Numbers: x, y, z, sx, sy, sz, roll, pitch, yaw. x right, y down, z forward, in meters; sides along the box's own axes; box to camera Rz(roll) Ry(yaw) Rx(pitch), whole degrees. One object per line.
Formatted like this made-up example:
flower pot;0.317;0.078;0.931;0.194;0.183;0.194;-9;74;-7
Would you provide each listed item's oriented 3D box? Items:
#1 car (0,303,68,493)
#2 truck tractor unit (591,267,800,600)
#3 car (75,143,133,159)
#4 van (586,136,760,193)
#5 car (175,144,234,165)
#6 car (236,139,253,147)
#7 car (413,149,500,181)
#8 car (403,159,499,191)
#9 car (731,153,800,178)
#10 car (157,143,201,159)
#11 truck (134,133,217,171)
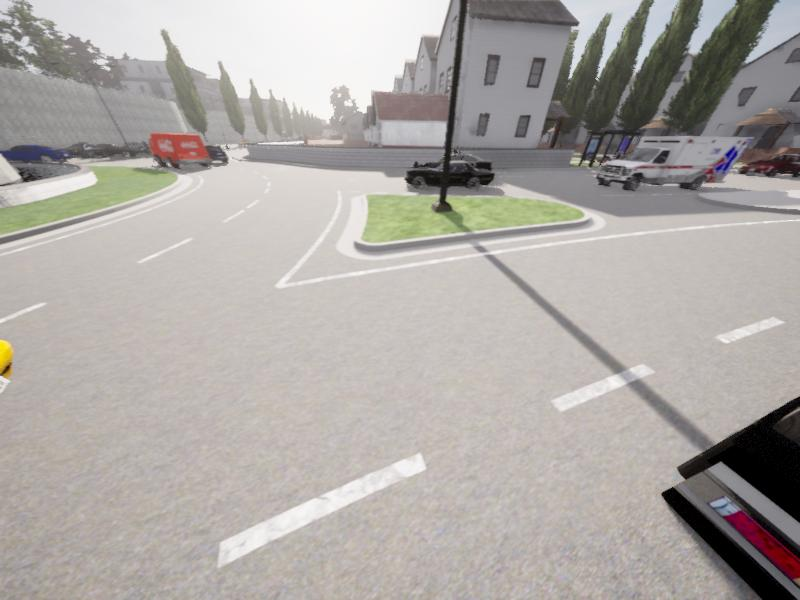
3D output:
car;-5.690;1.432;0.484;5.366;1.575;1.801;-24;42;-30
truck tractor unit;5.268;-0.100;0.495;6.516;4.208;3.053;-11;37;-15
car;-37.210;-18.964;29.297;1.812;1.442;4.674;-3;35;-6
van;14.644;-7.533;12.767;6.366;2.431;2.351;-5;35;-7
car;-19.782;-14.849;23.480;4.856;1.649;2.033;15;37;19
car;-43.349;-43.884;64.514;1.801;1.575;5.366;-5;36;-7
car;3.524;-9.015;15.430;5.238;1.638;1.930;1;35;1
car;2.599;-6.924;12.741;4.718;1.301;1.895;2;35;3
car;29.221;-10.470;17.955;4.193;1.474;1.816;-5;35;-8
car;-28.809;-19.689;30.357;2.038;1.542;4.974;-8;36;-12
truck;-19.341;-12.923;20.017;5.204;2.467;2.627;18;38;22
